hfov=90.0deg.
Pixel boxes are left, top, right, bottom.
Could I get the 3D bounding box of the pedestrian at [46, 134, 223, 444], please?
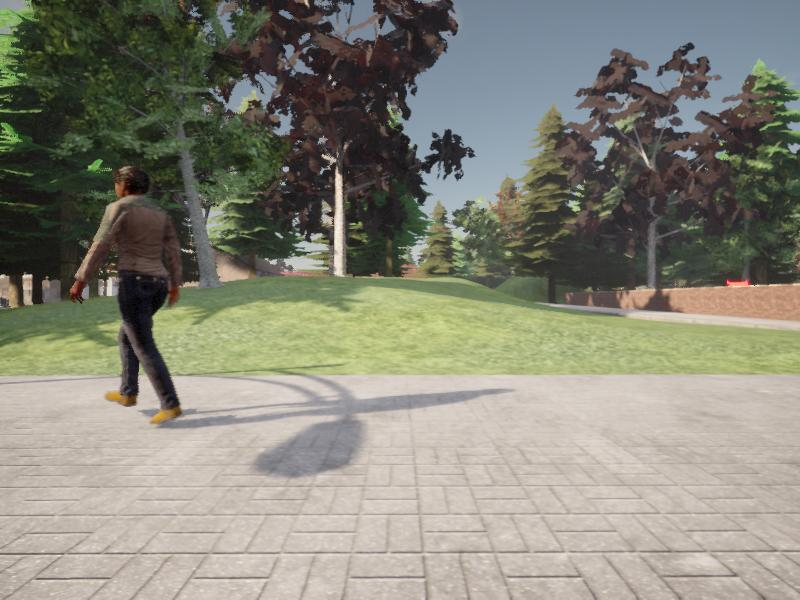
[{"bbox_3d":[-1.849,-0.065,2.870,0.751,1.860,0.751,0,0,17],"label":"pedestrian"}]
